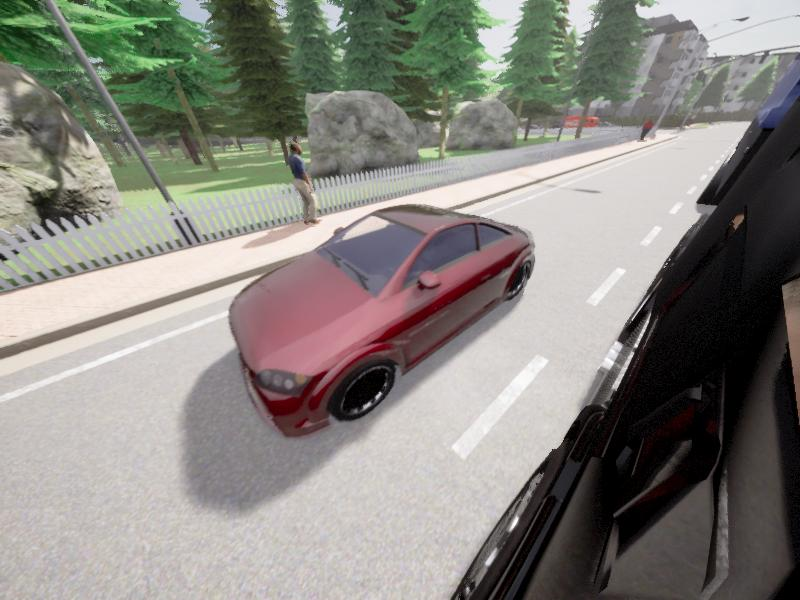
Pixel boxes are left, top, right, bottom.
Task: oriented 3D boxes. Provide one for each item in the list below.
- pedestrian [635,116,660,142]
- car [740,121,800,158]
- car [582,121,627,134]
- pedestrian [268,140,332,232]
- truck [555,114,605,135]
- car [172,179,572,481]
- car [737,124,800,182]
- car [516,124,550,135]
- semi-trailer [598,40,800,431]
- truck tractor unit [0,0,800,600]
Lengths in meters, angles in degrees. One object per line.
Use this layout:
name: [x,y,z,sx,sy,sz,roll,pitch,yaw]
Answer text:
pedestrian: [22.881,-15.827,21.408,0.751,1.860,0.751,-27,43,-29]
car: [22.752,-9.655,13.801,4.792,1.488,2.163,-28,43,-29]
car: [33.041,-27.976,37.516,2.128,1.511,4.902,-26,43,-28]
pedestrian: [-2.394,-2.787,5.679,0.751,1.860,0.751,-29,44,-30]
truck: [28.753,-28.098,37.159,2.627,2.467,5.204,-26,43,-28]
car: [0.044,-0.413,3.062,4.181,1.385,1.994,-27,43,-29]
car: [16.321,-6.318,9.698,5.366,1.575,1.801,-28,43,-30]
car: [24.252,-31.049,42.198,1.837,1.490,4.892,-27,43,-28]
semi-trailer: [8.693,-3.615,4.223,14.254,4.402,2.717,-28,44,-30]
truck tractor unit: [2.645,-0.295,0.351,6.516,4.208,3.053,-28,44,-30]
